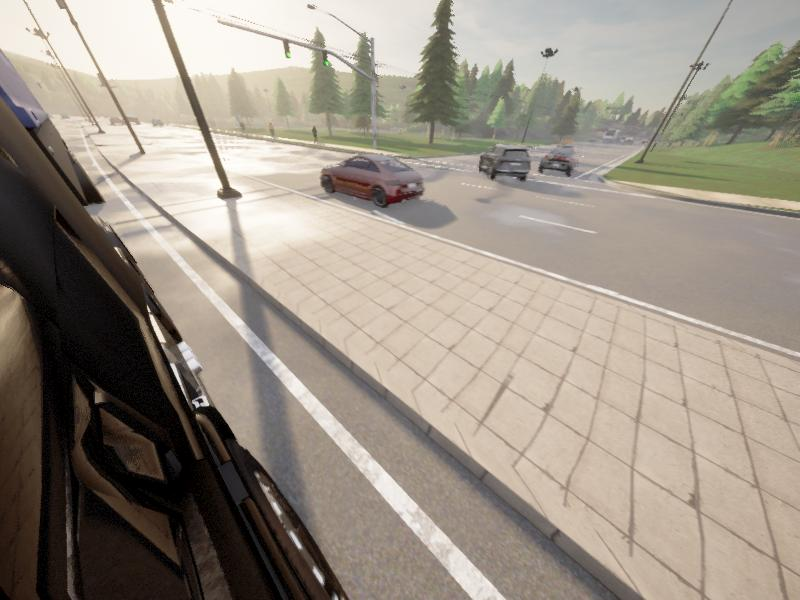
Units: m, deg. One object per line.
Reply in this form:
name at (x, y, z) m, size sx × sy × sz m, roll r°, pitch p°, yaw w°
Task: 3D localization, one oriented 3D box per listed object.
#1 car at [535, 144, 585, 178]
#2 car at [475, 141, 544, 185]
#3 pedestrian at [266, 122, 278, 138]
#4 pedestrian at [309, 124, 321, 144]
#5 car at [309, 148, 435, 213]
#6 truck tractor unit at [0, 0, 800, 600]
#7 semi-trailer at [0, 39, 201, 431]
car at (11.331, -9.874, 16.193) m, size 2.038 × 1.542 × 4.974 m, roll 25°, pitch 42°, yaw 25°
car at (6.001, -8.102, 13.431) m, size 2.033 × 1.649 × 4.856 m, roll 4°, pitch 37°, yaw 3°
pedestrian at (-18.525, -24.664, 33.475) m, size 0.751 × 1.860 × 0.751 m, roll 31°, pitch 45°, yaw 33°
pedestrian at (-9.970, -19.564, 27.214) m, size 0.751 × 1.860 × 0.751 m, roll 32°, pitch 46°, yaw 33°
car at (-1.119, -4.569, 8.507) m, size 4.181 × 1.385 × 1.994 m, roll 28°, pitch 44°, yaw 30°
truck tractor unit at (-2.645, -0.295, 0.352) m, size 6.516 × 4.208 × 3.053 m, roll 28°, pitch 44°, yaw 30°
semi-trailer at (-8.675, -3.624, 4.246) m, size 14.254 × 4.402 × 2.717 m, roll 28°, pitch 44°, yaw 30°
